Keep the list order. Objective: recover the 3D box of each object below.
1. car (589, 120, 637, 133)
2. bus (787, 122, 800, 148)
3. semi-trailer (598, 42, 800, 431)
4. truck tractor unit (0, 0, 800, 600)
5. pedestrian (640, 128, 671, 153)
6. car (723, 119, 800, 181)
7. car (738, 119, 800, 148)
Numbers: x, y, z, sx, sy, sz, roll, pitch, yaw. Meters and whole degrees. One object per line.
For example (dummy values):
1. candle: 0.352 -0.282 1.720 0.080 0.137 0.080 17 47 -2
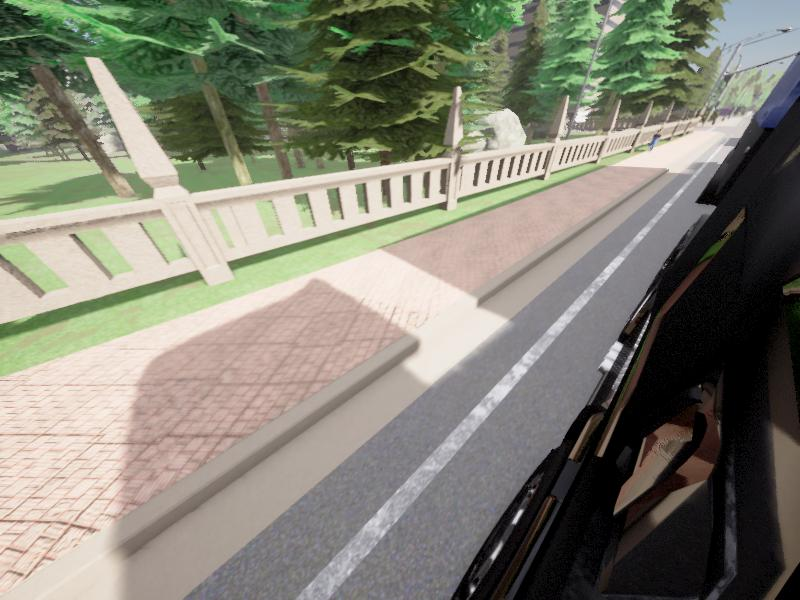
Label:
1. car: 35.264 -28.905 38.462 1.801 1.575 5.366 -28 44 -30
2. bus: 32.043 -13.258 15.688 10.273 4.253 3.944 -28 44 -30
3. semi-trailer: 8.687 -3.622 4.225 14.254 4.402 2.717 -28 44 -30
4. truck tractor unit: 2.645 -0.295 0.351 6.516 4.208 3.053 -28 44 -30
5. pedestrian: 16.320 -10.202 14.778 0.751 1.300 0.751 -27 43 -29
6. car: 15.879 -6.402 9.678 4.605 1.855 1.932 -27 43 -31
7. car: 26.764 -12.158 16.821 3.633 1.501 1.845 -28 44 -30
